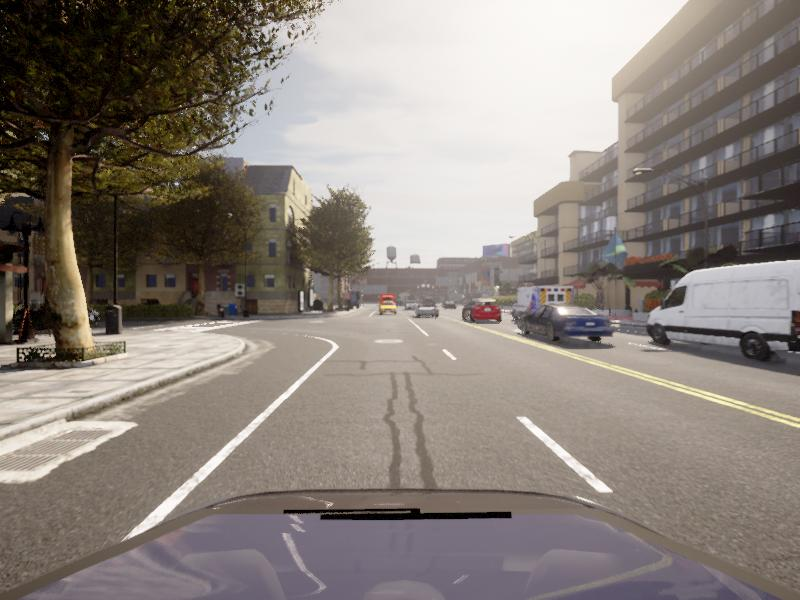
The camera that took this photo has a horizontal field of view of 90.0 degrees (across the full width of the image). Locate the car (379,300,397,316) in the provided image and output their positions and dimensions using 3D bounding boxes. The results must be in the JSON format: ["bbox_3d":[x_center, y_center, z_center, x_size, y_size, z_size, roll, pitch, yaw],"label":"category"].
[{"bbox_3d":[-1.258,0.796,43.030,1.801,1.575,5.366,0,0,-1],"label":"car"}]

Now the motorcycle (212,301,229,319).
[{"bbox_3d":[-14.962,0.823,33.234,0.764,1.277,2.356,-12,6,-31],"label":"motorcycle"}]

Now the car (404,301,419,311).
[{"bbox_3d":[1.672,0.847,58.231,1.970,1.475,3.806,0,0,-2],"label":"car"}]

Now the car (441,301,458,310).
[{"bbox_3d":[8.360,0.884,68.416,2.033,1.411,5.357,0,0,-2],"label":"car"}]

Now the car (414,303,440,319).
[{"bbox_3d":[2.401,0.939,36.156,1.895,1.301,4.718,0,0,-2],"label":"car"}]

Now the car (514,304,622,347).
[{"bbox_3d":[6.531,0.890,16.421,2.033,1.411,5.357,0,0,-2],"label":"car"}]

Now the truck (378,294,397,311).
[{"bbox_3d":[-1.846,0.358,58.714,2.627,2.467,5.204,0,0,-2],"label":"truck"}]

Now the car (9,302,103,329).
[{"bbox_3d":[-19.932,0.859,23.323,3.806,1.475,1.970,0,0,-2],"label":"car"}]

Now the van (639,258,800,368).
[{"bbox_3d":[10.173,0.316,12.240,1.988,2.561,5.915,0,0,-2],"label":"van"}]

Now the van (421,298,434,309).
[{"bbox_3d":[4.816,0.589,69.958,1.775,1.987,4.442,0,0,-2],"label":"van"}]

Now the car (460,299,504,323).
[{"bbox_3d":[6.075,0.750,30.152,2.242,1.667,4.611,0,0,-2],"label":"car"}]

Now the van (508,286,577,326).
[{"bbox_3d":[9.639,0.371,27.842,2.351,2.431,6.366,0,0,-2],"label":"van"}]
